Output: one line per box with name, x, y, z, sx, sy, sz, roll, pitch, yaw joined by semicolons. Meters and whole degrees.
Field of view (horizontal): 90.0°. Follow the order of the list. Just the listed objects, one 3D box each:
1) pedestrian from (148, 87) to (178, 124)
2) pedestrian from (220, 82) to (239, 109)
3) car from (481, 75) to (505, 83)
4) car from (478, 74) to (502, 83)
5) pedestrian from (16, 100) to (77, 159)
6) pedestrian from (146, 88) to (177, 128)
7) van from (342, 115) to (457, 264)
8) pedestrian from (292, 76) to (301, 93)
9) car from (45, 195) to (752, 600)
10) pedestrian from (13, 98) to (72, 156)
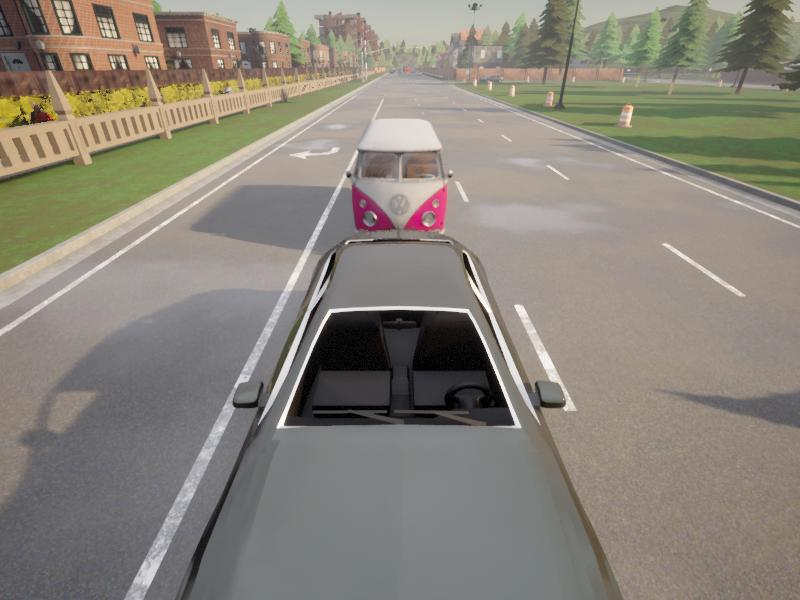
pedestrian;-13.468;-11.069;22.782;0.751;1.860;0.751;0;30;0
pedestrian;-13.093;-15.720;30.747;0.751;1.860;0.751;0;30;-1
car;20.158;-48.067;86.909;4.514;1.525;2.007;-7;31;-12
car;20.148;-49.935;90.027;4.611;1.667;2.242;-6;31;-11
pedestrian;-12.394;-6.001;14.101;0.751;1.860;0.751;-1;30;-1
pedestrian;-12.669;-10.210;21.311;0.751;1.860;0.751;-2;30;-4
van;-0.011;-2.635;8.559;1.775;1.987;4.442;0;30;0
pedestrian;-12.859;-26.900;49.902;0.751;1.860;0.751;-1;30;-1
car;-0.005;0.659;3.294;2.152;1.651;5.027;0;30;0
pedestrian;-13.082;-6.357;14.711;0.751;1.860;0.751;0;30;-1
